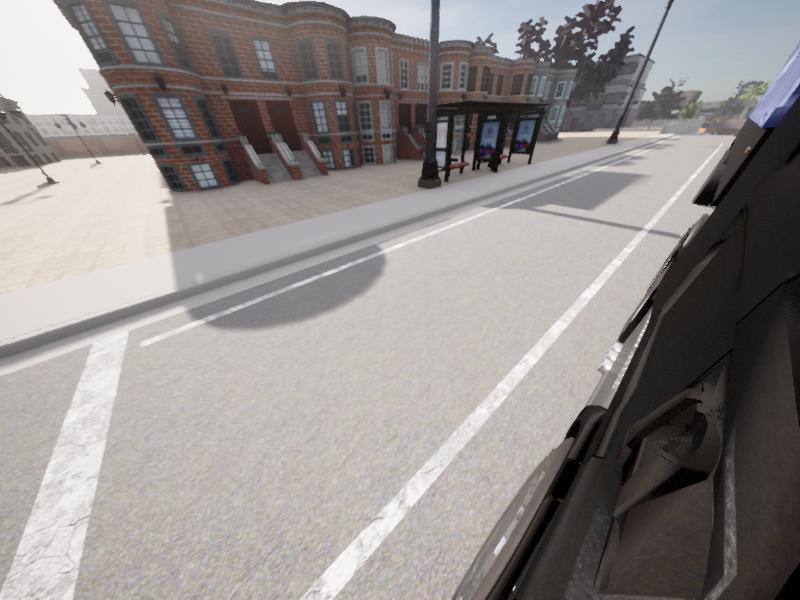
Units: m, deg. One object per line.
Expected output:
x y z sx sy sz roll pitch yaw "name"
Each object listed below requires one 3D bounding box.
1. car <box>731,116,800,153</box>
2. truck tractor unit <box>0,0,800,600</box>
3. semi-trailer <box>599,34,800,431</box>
24.915 -11.276 15.658 4.553 1.767 2.097 -28 44 -30 "car"
2.645 -0.295 0.351 6.516 4.208 3.053 -28 44 -30 "truck tractor unit"
8.653 -3.635 4.274 14.254 4.402 2.717 -29 44 -30 "semi-trailer"
